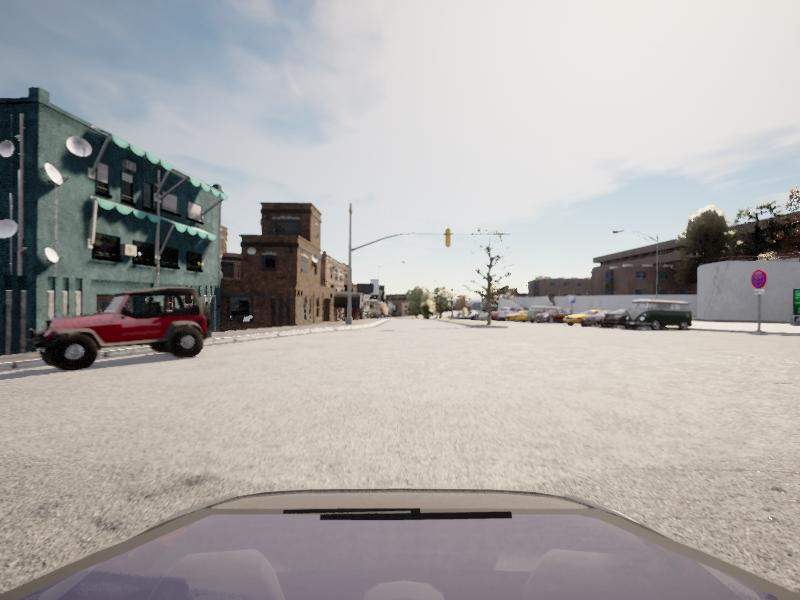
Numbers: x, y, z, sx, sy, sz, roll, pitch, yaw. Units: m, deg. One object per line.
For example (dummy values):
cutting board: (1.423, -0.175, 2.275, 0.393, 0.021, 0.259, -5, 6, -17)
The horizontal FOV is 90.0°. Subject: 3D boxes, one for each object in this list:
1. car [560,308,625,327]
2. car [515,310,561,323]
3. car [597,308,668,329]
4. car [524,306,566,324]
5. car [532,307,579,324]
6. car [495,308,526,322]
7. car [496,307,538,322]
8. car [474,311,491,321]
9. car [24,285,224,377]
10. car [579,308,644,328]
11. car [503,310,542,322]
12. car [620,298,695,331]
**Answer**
car: (16.948, 1.538, 35.282, 5.366, 1.575, 1.946, 2, -2, -20)
car: (17.363, 2.088, 50.296, 5.366, 1.575, 1.946, 2, -2, -20)
car: (17.088, 1.373, 29.396, 4.674, 1.452, 2.002, 2, -2, -20)
car: (17.075, 1.747, 47.217, 4.442, 1.987, 1.878, 2, -2, -20)
car: (17.196, 1.745, 44.289, 4.553, 1.767, 2.185, 2, -2, -20)
car: (17.142, 2.307, 62.098, 4.442, 1.987, 1.878, 2, -2, -20)
car: (17.262, 2.166, 59.179, 5.566, 2.045, 2.435, 2, -3, -20)
car: (12.163, 2.352, 59.163, 1.845, 1.501, 3.633, 1, -2, 0)
car: (-6.963, 0.626, 10.374, 1.905, 1.878, 3.866, -2, 0, 43)
car: (17.109, 1.480, 32.368, 4.674, 1.452, 2.002, 2, -2, -20)
car: (17.223, 2.302, 56.180, 5.008, 1.535, 2.097, 2, -2, -20)
car: (16.976, 0.996, 26.383, 4.442, 1.987, 1.878, 2, -2, -20)
